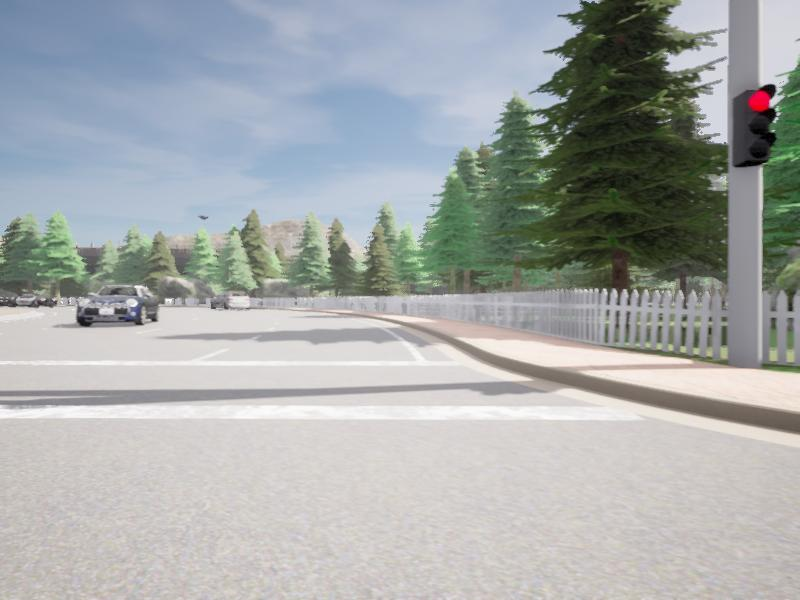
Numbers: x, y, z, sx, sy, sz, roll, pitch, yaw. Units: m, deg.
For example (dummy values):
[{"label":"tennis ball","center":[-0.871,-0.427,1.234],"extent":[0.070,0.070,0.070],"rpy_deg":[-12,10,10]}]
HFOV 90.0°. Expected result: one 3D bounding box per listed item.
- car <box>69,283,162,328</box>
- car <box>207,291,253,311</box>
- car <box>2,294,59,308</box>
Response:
[{"label":"car","center":[-10.524,0.183,15.160],"extent":[1.970,1.475,3.806],"rpy_deg":[0,0,-21]},{"label":"car","center":[-15.254,0.063,35.751],"extent":[2.242,1.667,4.611],"rpy_deg":[0,0,-45]},{"label":"car","center":[-41.352,0.087,44.850],"extent":[4.974,1.542,2.038],"rpy_deg":[0,0,9]}]
